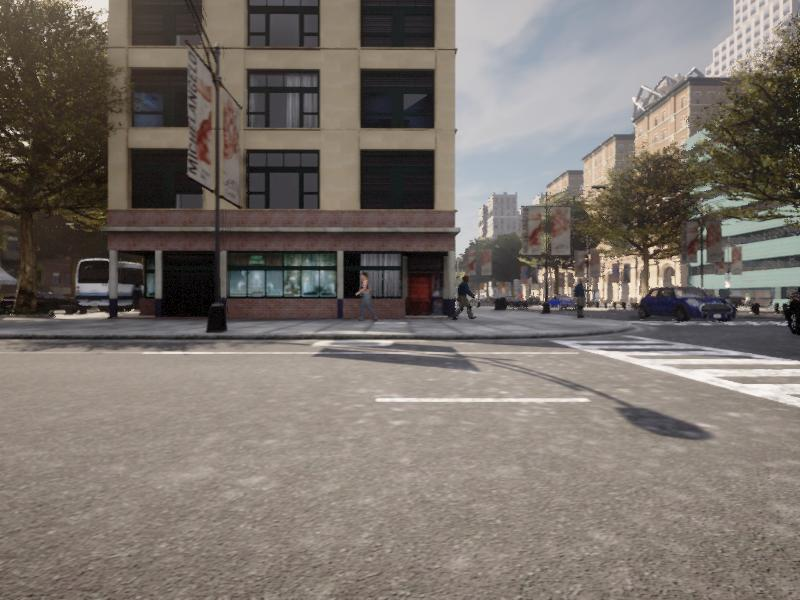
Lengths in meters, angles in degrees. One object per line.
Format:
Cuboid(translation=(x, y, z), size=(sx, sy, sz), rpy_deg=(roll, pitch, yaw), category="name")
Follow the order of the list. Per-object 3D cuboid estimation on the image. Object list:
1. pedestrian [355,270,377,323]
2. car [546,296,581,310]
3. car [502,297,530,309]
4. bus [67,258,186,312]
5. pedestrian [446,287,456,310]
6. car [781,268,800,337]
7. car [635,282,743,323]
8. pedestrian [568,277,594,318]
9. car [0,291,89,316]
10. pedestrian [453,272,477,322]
Cuboid(translation=(-1.234, -0.118, 14.583), size=(0.751, 1.860, 0.751), rpy_deg=(0, 0, -4), category="pedestrian")
Cuboid(translation=(17.325, 0.291, 42.549), size=(1.812, 1.442, 4.674), rpy_deg=(0, 0, 0), category="car")
Cuboid(translation=(13.800, 0.361, 47.804), size=(1.895, 1.301, 4.718), rpy_deg=(0, 0, -1), category="car")
Cuboid(translation=(-24.223, -1.167, 36.543), size=(3.944, 4.253, 10.273), rpy_deg=(0, 0, 0), category="bus")
Cuboid(translation=(4.181, -0.110, 32.705), size=(0.751, 1.860, 0.751), rpy_deg=(0, 0, 4), category="pedestrian")
Cuboid(translation=(11.358, 0.066, 9.820), size=(1.932, 1.855, 4.605), rpy_deg=(0, 0, 31), category="car")
Cuboid(translation=(13.810, 0.111, 19.531), size=(2.097, 1.767, 4.553), rpy_deg=(0, 0, 2), category="car")
Cuboid(translation=(8.351, -0.105, 18.467), size=(0.751, 1.860, 0.751), rpy_deg=(0, 0, -20), category="pedestrian")
Cuboid(translation=(-24.014, 0.203, 27.058), size=(2.128, 1.511, 4.902), rpy_deg=(0, 0, -1), category="car")
Cuboid(translation=(2.521, -0.113, 15.563), size=(0.751, 1.860, 0.751), rpy_deg=(0, 0, -7), category="pedestrian")
